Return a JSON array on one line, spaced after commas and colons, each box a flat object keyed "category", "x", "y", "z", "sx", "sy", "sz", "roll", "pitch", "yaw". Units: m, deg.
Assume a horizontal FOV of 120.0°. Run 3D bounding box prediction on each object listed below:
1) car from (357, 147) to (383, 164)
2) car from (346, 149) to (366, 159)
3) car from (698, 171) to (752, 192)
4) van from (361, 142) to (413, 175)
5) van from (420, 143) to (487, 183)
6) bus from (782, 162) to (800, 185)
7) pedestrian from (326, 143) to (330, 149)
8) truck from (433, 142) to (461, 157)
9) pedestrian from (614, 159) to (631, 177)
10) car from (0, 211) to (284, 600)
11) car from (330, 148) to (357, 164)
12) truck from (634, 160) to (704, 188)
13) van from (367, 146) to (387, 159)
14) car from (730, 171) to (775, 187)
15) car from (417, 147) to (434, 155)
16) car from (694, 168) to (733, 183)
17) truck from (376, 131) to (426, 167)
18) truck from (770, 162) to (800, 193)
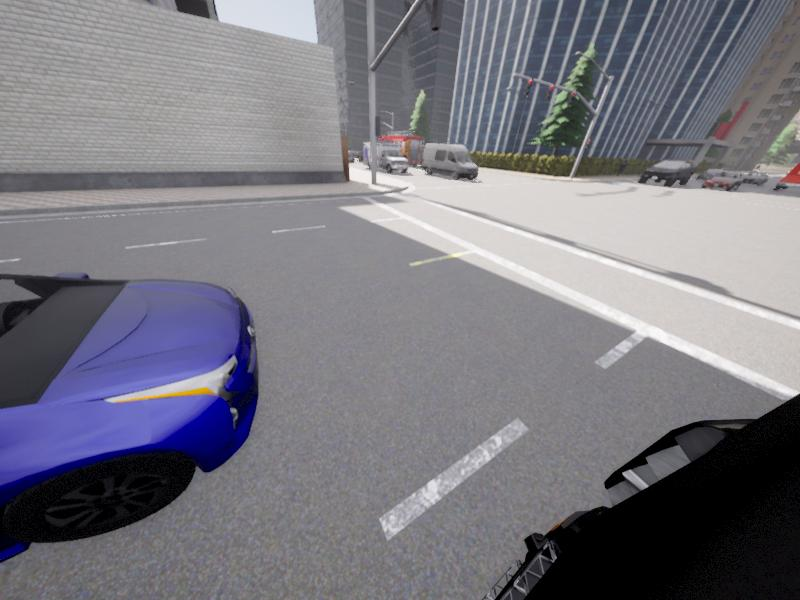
[{"category": "car", "x": -4.399, "y": -20.728, "z": 33.141, "sx": 1.932, "sy": 1.855, "sz": 4.605, "roll": -16, "pitch": 37, "yaw": -26}, {"category": "car", "x": -8.663, "y": -28.636, "z": 45.139, "sx": 2.033, "sy": 1.411, "sz": 5.357, "roll": -16, "pitch": 38, "yaw": -26}, {"category": "car", "x": 29.807, "y": -10.928, "z": 21.196, "sx": 4.193, "sy": 1.474, "sz": 1.816, "roll": -16, "pitch": 38, "yaw": -26}, {"category": "van", "x": -1.472, "y": -14.187, "z": 23.030, "sx": 2.351, "sy": 2.431, "sz": 6.366, "roll": -16, "pitch": 38, "yaw": -26}, {"category": "van", "x": 4.419, "y": -12.311, "z": 20.544, "sx": 1.988, "sy": 2.561, "sz": 5.915, "roll": -17, "pitch": 38, "yaw": -27}, {"category": "bus", "x": 56.078, "y": -17.406, "z": 30.326, "sx": 10.273, "sy": 4.253, "sz": 3.944, "roll": -14, "pitch": 37, "yaw": -27}, {"category": "pedestrian", "x": -27.060, "y": -57.914, "z": 87.025, "sx": 0.751, "sy": 1.860, "sz": 0.751, "roll": -21, "pitch": 41, "yaw": -32}, {"category": "truck", "x": 15.055, "y": -48.371, "z": 74.325, "sx": 8.468, "sy": 3.827, "sz": 2.891, "roll": -16, "pitch": 38, "yaw": -26}, {"category": "pedestrian", "x": 26.472, "y": -15.743, "z": 27.516, "sx": 0.751, "sy": 1.860, "sz": 0.751, "roll": 30, "pitch": 42, "yaw": 35}, {"category": "car", "x": -3.366, "y": 0.741, "z": 1.182, "sx": 4.514, "sy": 1.525, "sz": 2.007, "roll": -16, "pitch": 38, "yaw": -26}, {"category": "car", "x": -8.012, "y": -20.336, "z": 32.509, "sx": 2.033, "sy": 1.649, "sz": 4.856, "roll": -16, "pitch": 38, "yaw": -26}, {"category": "truck", "x": 26.469, "y": -12.472, "z": 22.703, "sx": 6.274, "sy": 2.098, "sz": 2.390, "roll": -16, "pitch": 38, "yaw": -26}, {"category": "van", "x": -4.576, "y": -28.733, "z": 45.001, "sx": 2.069, "sy": 2.038, "sz": 4.480, "roll": -16, "pitch": 38, "yaw": -26}, {"category": "car", "x": 40.869, "y": -14.038, "z": 26.777, "sx": 4.181, "sy": 1.385, "sz": 1.994, "roll": -16, "pitch": 38, "yaw": -26}, {"category": "car", "x": 9.726, "y": -56.897, "z": 88.054, "sx": 6.274, "sy": 2.098, "sz": 2.390, "roll": 2, "pitch": 34, "yaw": -1}, {"category": "car", "x": 40.761, "y": -16.276, "z": 30.063, "sx": 4.674, "sy": 1.442, "sz": 1.812, "roll": -16, "pitch": 38, "yaw": -26}, {"category": "truck", "x": -0.195, "y": -21.287, "z": 32.529, "sx": 2.891, "sy": 3.827, "sz": 8.468, "roll": -16, "pitch": 38, "yaw": -26}, {"category": "truck", "x": 40.278, "y": -12.086, "z": 22.802, "sx": 5.204, "sy": 2.467, "sz": 2.627, "roll": -16, "pitch": 38, "yaw": -26}]
